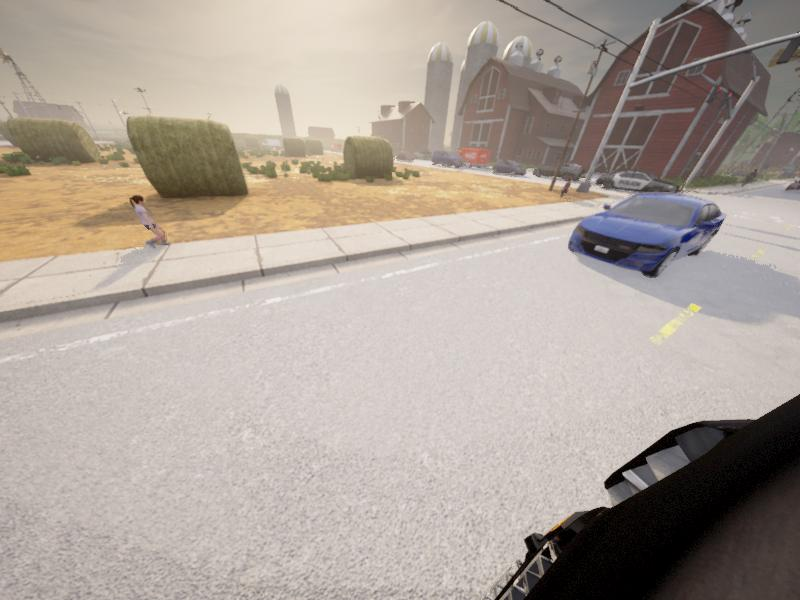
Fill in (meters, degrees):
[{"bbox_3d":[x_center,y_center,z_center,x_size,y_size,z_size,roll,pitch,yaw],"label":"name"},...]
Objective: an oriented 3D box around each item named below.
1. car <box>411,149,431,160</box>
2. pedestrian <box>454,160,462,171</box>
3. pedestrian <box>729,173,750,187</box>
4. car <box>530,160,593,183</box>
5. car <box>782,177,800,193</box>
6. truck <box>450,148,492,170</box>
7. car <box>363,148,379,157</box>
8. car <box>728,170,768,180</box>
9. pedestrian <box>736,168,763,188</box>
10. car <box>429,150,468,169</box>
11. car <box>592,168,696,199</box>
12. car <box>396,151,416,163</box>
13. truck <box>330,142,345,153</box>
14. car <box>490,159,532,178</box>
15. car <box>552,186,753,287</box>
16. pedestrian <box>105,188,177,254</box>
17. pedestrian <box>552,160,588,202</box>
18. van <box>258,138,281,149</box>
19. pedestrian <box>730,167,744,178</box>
[{"bbox_3d":[4.468,-31.011,49.193,3.866,1.878,1.905,10,40,13],"label":"car"},{"bbox_3d":[6.550,-15.227,26.182,0.500,1.100,0.500,29,41,33],"label":"pedestrian"},{"bbox_3d":[38.026,-13.428,25.905,0.751,1.300,0.751,-18,39,-29],"label":"pedestrian"},{"bbox_3d":[17.316,-14.050,25.109,2.152,1.651,5.027,-16,38,-26],"label":"car"},{"bbox_3d":[45.391,-12.804,25.821,4.181,1.385,1.994,-16,38,-26],"label":"car"},{"bbox_3d":[10.363,-21.047,34.386,2.627,2.467,5.204,-16,39,-27],"label":"truck"},{"bbox_3d":[-7.379,-37.579,58.773,2.038,1.542,4.974,-16,38,-27],"label":"car"},{"bbox_3d":[71.474,-25.733,47.510,1.994,1.385,4.181,-17,38,-27],"label":"car"},{"bbox_3d":[38.233,-13.336,25.275,0.751,1.860,0.751,-15,37,-25],"label":"pedestrian"},{"bbox_3d":[6.852,-20.478,33.604,2.150,2.045,5.566,-17,39,-27],"label":"car"},{"bbox_3d":[18.496,-9.133,17.875,2.038,1.542,4.974,-16,38,-27],"label":"car"},{"bbox_3d":[1.007,-25.832,41.644,1.789,1.549,3.705,-17,39,-26],"label":"car"},{"bbox_3d":[-18.460,-44.812,67.944,2.627,2.467,5.204,-16,38,-27],"label":"truck"},{"bbox_3d":[12.446,-14.913,26.110,1.845,1.501,3.633,-17,38,-27],"label":"car"},{"bbox_3d":[6.706,-1.981,6.136,5.008,1.535,1.882,-16,38,-26],"label":"car"},{"bbox_3d":[-5.159,-1.590,4.650,0.500,1.100,0.500,24,39,29],"label":"pedestrian"},{"bbox_3d":[8.798,-6.183,12.034,0.751,1.860,0.751,12,34,13],"label":"pedestrian"},{"bbox_3d":[-42.146,-50.611,74.722,5.915,2.561,1.988,-16,38,-26],"label":"van"},{"bbox_3d":[66.949,-25.384,45.845,0.751,1.860,0.751,-19,39,-30],"label":"pedestrian"}]
